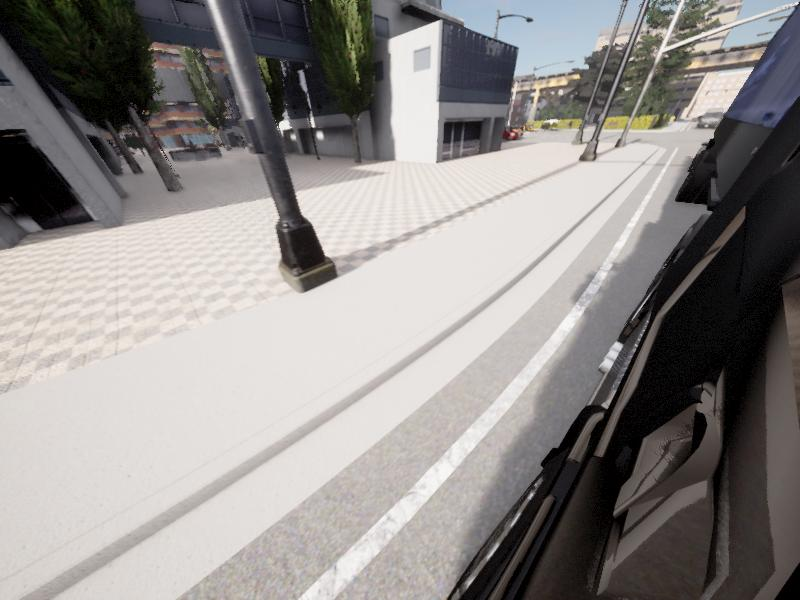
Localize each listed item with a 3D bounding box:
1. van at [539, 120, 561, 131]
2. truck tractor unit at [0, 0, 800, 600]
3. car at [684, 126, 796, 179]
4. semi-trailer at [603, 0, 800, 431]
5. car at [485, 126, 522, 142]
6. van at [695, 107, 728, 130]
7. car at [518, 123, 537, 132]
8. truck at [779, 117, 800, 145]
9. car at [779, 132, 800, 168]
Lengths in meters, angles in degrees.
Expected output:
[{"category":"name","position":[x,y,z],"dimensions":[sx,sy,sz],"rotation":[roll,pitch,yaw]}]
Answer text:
[{"category":"van","position":[35.123,-41.032,54.370],"dimensions":[2.069,2.038,4.480],"rotation":[-2,37,1]},{"category":"truck tractor unit","position":[2.645,-0.295,0.351],"dimensions":[6.516,4.208,3.053],"rotation":[-28,44,-30]},{"category":"car","position":[15.124,-6.877,10.562],"dimensions":[4.974,1.542,2.038],"rotation":[-31,45,-32]},{"category":"semi-trailer","position":[8.447,-3.775,4.447],"dimensions":[14.254,4.402,2.717],"rotation":[-31,45,-32]},{"category":"car","position":[14.225,-22.858,31.807],"dimensions":[3.988,1.617,1.851],"rotation":[30,48,35]},{"category":"van","position":[49.167,-28.761,36.612],"dimensions":[5.915,2.561,1.988],"rotation":[-32,46,-33]},{"category":"car","position":[31.601,-42.878,57.483],"dimensions":[1.801,1.575,5.366],"rotation":[-2,37,1]},{"category":"truck","position":[32.067,-12.273,16.178],"dimensions":[6.274,2.098,2.390],"rotation":[-5,35,-3]},{"category":"car","position":[20.084,-7.112,10.438],"dimensions":[4.856,1.649,2.033],"rotation":[-32,45,-34]}]
